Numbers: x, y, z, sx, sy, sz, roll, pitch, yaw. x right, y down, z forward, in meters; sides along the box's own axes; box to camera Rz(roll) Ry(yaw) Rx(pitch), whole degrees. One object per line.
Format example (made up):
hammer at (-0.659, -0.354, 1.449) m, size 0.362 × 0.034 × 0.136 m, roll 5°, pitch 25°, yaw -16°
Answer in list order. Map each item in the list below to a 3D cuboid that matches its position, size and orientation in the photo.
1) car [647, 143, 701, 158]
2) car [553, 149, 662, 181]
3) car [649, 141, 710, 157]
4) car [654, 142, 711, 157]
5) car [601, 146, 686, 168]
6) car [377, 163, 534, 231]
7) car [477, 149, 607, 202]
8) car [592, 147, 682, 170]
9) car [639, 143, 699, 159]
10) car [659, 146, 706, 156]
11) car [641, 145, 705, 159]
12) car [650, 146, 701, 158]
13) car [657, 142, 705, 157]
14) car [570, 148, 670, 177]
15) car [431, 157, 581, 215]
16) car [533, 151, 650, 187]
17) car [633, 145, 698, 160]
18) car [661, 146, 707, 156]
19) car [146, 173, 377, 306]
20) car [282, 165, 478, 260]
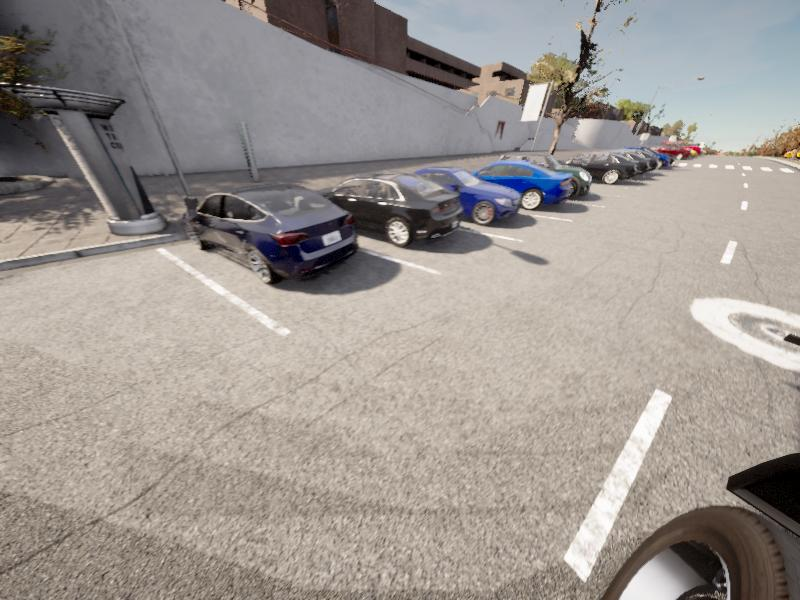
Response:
car at (40.466, -22.261, 34.342) m, size 4.553 × 1.767 × 2.185 m, roll 18°, pitch 38°, yaw 24°
car at (13.348, -9.060, 15.378) m, size 4.892 × 1.521 × 2.231 m, roll 19°, pitch 39°, yaw 26°
car at (45.045, -24.478, 37.484) m, size 5.566 × 2.045 × 2.435 m, roll 18°, pitch 37°, yaw 24°
car at (49.515, -26.598, 40.745) m, size 5.566 × 2.045 × 2.435 m, roll 18°, pitch 38°, yaw 24°
car at (22.399, -13.448, 21.613) m, size 5.008 × 1.535 × 2.097 m, roll 18°, pitch 38°, yaw 24°
car at (1.690, -3.784, 8.018) m, size 4.674 × 1.452 × 2.002 m, roll 20°, pitch 40°, yaw 28°
car at (6.374, -5.994, 10.837) m, size 4.553 × 1.767 × 2.185 m, roll 20°, pitch 39°, yaw 27°
car at (20.145, -12.346, 20.039) m, size 5.008 × 1.535 × 2.097 m, roll 18°, pitch 38°, yaw 24°
car at (35.941, -20.115, 31.125) m, size 4.553 × 1.767 × 2.185 m, roll 18°, pitch 38°, yaw 24°
car at (51.797, -27.431, 42.509) m, size 5.008 × 1.535 × 2.097 m, roll 18°, pitch 37°, yaw 24°
car at (38.395, -21.031, 32.716) m, size 5.366 × 1.575 × 1.946 m, roll 18°, pitch 38°, yaw 24°
car at (42.750, -23.182, 36.037) m, size 4.674 × 1.452 × 2.002 m, roll 18°, pitch 37°, yaw 24°
car at (47.380, -25.487, 39.081) m, size 4.442 × 1.987 × 1.878 m, roll 18°, pitch 37°, yaw 24°
car at (15.633, -10.145, 16.914) m, size 4.892 × 1.521 × 2.231 m, roll 18°, pitch 39°, yaw 25°
car at (4.057, -4.839, 9.429) m, size 5.008 × 1.535 × 2.097 m, roll 20°, pitch 40°, yaw 27°
car at (11.049, -7.986, 13.862) m, size 4.892 × 1.521 × 2.231 m, roll 19°, pitch 39°, yaw 26°
car at (33.710, -18.917, 29.572) m, size 5.008 × 1.535 × 2.097 m, roll 18°, pitch 38°, yaw 24°
car at (56.161, -29.566, 45.839) m, size 5.366 × 1.575 × 1.946 m, roll 18°, pitch 37°, yaw 24°
car at (-3.118, -1.780, 5.196) m, size 4.792 × 1.488 × 2.163 m, roll 21°, pitch 40°, yaw 29°
car at (-0.689, -2.795, 6.564) m, size 4.892 × 1.521 × 2.231 m, roll 21°, pitch 40°, yaw 28°
